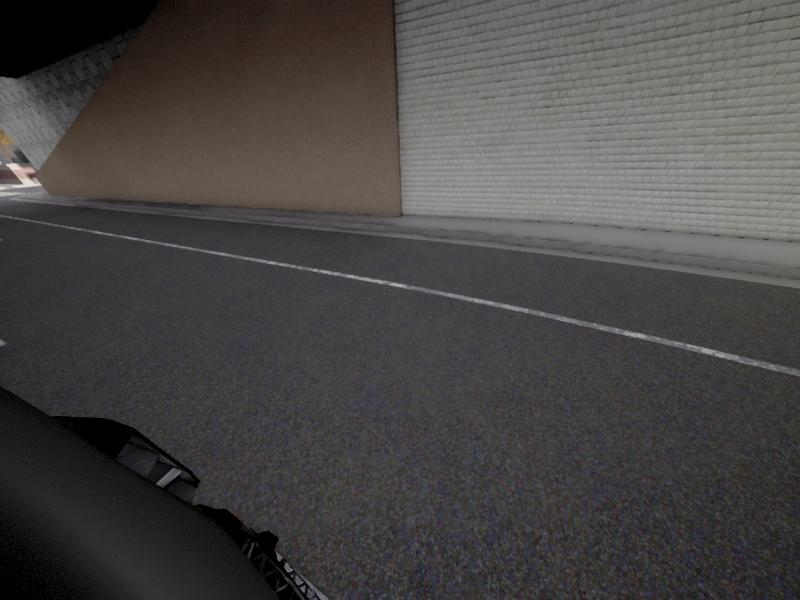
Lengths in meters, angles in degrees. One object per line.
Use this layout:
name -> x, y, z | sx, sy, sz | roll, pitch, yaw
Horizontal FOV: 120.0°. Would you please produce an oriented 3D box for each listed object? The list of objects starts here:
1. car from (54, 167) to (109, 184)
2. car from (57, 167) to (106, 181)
car -> -42.182, -16.657, 30.822 | 2.038, 1.542, 4.974 | -15, 35, -17
car -> -42.209, -16.814, 30.775 | 1.853, 1.218, 4.536 | -15, 35, -17
